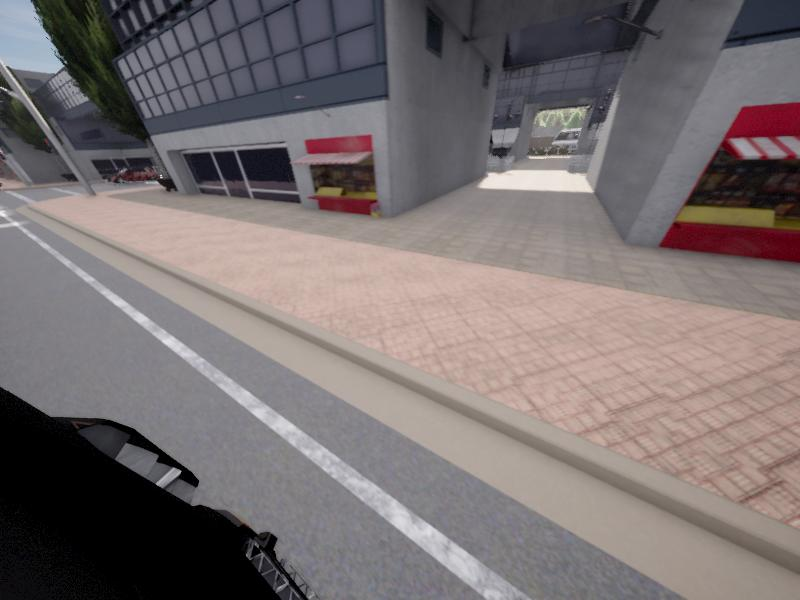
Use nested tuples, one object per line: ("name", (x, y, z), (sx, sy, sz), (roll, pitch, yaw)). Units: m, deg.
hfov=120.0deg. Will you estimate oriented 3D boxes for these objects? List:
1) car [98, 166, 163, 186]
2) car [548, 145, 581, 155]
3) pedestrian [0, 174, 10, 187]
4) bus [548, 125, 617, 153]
("car", (-29.837, -13.900, 25.752), (1.816, 1.474, 4.193), (16, 38, 26))
("car", (30.496, -27.798, 42.873), (4.674, 1.442, 1.812), (16, 38, 27))
("pedestrian", (-45.256, -13.694, 25.795), (0.751, 1.860, 0.751), (-23, 38, -28))
("bus", (37.652, -33.474, 48.456), (10.273, 4.253, 3.944), (17, 38, 26))
